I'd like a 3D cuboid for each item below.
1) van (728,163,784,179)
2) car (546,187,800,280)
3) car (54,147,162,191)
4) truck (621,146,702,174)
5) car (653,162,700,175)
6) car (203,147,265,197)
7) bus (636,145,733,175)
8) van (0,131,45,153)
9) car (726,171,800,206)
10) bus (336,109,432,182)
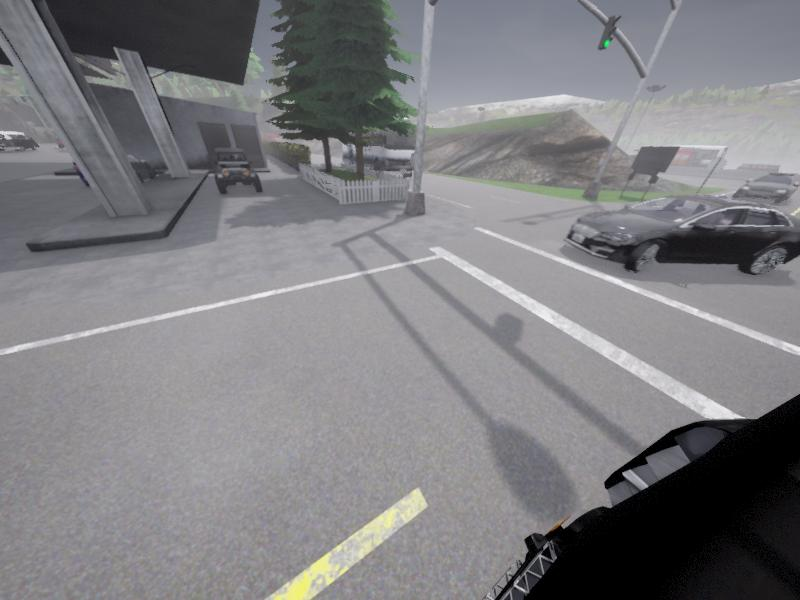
[{"bbox_3d":[58.198,-21.217,37.894,1.775,1.987,4.442,-16,38,-26],"label":"van"},{"bbox_3d":[6.859,-1.712,5.666,4.902,1.511,2.128,1,33,-2],"label":"car"},{"bbox_3d":[-15.793,-7.470,12.957,2.242,1.667,4.611,-17,38,-26],"label":"car"},{"bbox_3d":[46.861,-25.507,41.911,2.891,3.827,8.468,-16,38,-26],"label":"truck"},{"bbox_3d":[50.903,-24.298,42.605,2.152,1.651,5.027,-16,38,-26],"label":"car"},{"bbox_3d":[-8.714,-6.910,12.279,1.905,1.878,3.866,-17,38,-26],"label":"car"},{"bbox_3d":[53.382,-26.859,43.965,3.944,4.253,10.273,-16,38,-26],"label":"bus"},{"bbox_3d":[-46.624,-19.128,27.920,2.069,2.038,4.480,-16,38,-26],"label":"van"},{"bbox_3d":[23.861,-7.286,14.916,4.974,1.542,2.038,-16,38,-26],"label":"car"},{"bbox_3d":[-1.997,-13.691,20.702,3.944,4.253,10.273,-16,38,-25],"label":"bus"}]
